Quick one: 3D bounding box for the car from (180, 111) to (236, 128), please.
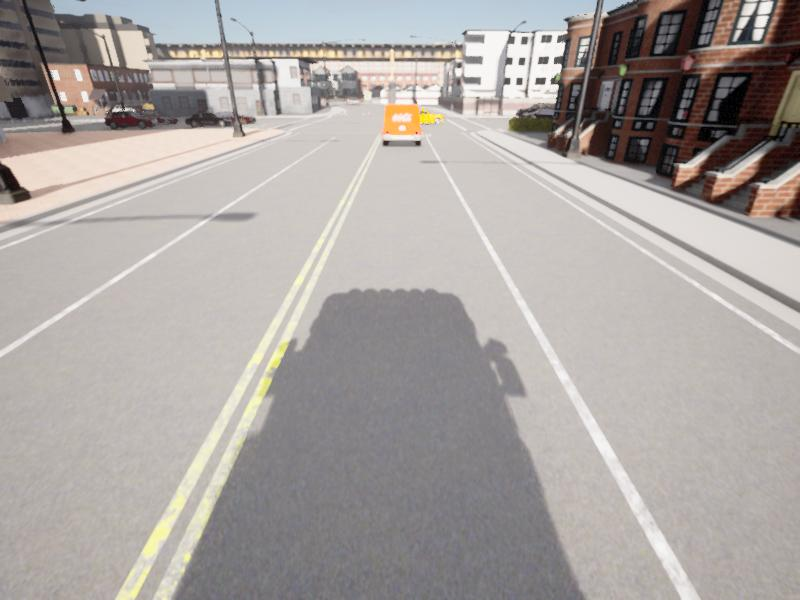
[{"bbox_3d":[-19.631,-18.545,41.150,4.674,1.442,1.812,-1,27,-1],"label":"car"}]

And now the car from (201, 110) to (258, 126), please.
[{"bbox_3d":[-18.784,-20.142,44.283,5.357,1.411,2.033,-1,27,-1],"label":"car"}]

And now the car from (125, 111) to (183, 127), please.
[{"bbox_3d":[-27.016,-20.016,44.161,4.792,1.488,2.163,-1,27,-1],"label":"car"}]

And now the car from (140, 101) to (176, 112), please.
[{"bbox_3d":[-44.768,-35.802,73.961,5.027,1.636,2.152,0,27,-1],"label":"car"}]

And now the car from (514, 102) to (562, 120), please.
[{"bbox_3d":[18.399,-25.302,53.604,5.566,2.045,2.150,1,27,1],"label":"car"}]

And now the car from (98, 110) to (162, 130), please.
[{"bbox_3d":[-27.596,-18.463,41.010,4.856,1.649,2.033,-1,27,-1],"label":"car"}]

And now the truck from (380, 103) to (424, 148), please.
[{"bbox_3d":[0.144,-11.863,26.934,2.627,2.467,5.204,0,27,0],"label":"truck"}]

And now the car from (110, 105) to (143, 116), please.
[{"bbox_3d":[-45.683,-31.755,66.915,3.806,1.475,1.970,-1,27,0],"label":"car"}]

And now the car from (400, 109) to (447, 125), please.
[{"bbox_3d":[2.530,-20.378,44.529,5.008,1.535,1.882,0,27,0],"label":"car"}]

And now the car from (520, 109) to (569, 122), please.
[{"bbox_3d":[18.197,-23.412,50.648,5.357,1.411,2.033,1,27,1],"label":"car"}]
